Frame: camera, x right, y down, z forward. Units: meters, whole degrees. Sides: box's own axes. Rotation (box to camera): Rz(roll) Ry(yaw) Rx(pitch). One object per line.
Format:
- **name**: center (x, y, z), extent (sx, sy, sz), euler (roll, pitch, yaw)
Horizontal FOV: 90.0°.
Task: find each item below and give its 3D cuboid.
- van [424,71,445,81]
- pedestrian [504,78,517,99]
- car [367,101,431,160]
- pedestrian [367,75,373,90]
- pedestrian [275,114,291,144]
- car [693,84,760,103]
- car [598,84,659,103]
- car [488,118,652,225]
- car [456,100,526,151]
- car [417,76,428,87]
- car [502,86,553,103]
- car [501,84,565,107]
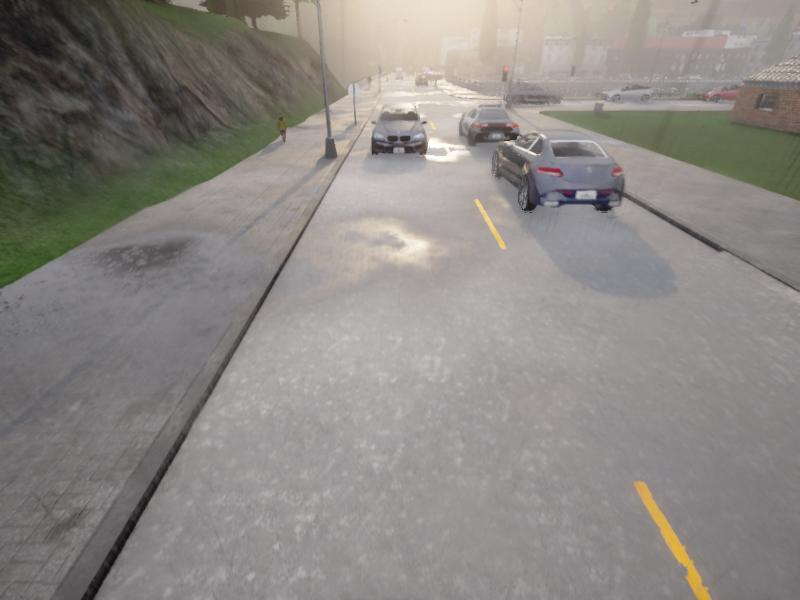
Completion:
- **van**: center (7.918, -51.774, 92.518), extent (4.480, 2.038, 2.069), euler (9, 32, 15)
- **pedestrian**: center (11.247, -21.517, 40.672), extent (0.751, 1.860, 0.751), euler (-18, 35, -27)
- **car**: center (-0.037, -7.145, 16.566), extent (2.242, 1.667, 4.611), euler (0, 30, 0)
- **pedestrian**: center (-4.308, -31.082, 57.051), extent (0.751, 1.860, 0.751), euler (-3, 30, -5)
- **pedestrian**: center (-5.086, -7.417, 17.339), extent (0.500, 1.100, 0.500), euler (-8, 31, -13)
- **car**: center (31.607, -20.067, 38.825), extent (4.514, 1.525, 2.007), euler (0, 30, 0)
- **car**: center (22.079, -20.063, 38.812), extent (4.514, 1.525, 2.007), euler (0, 30, 0)
- **car**: center (3.971, -3.634, 10.614), extent (2.152, 1.651, 5.027), euler (0, 30, 0)
- **car**: center (3.960, -8.144, 18.415), extent (2.038, 1.542, 4.974), euler (0, 30, 0)
- **car**: center (3.888, -38.064, 69.631), extent (1.816, 1.474, 4.193), euler (0, 30, 0)
- **car**: center (12.354, -20.016, 38.882), extent (4.181, 1.385, 1.994), euler (1, 30, 1)
- **car**: center (11.678, -18.130, 35.399), extent (4.856, 1.649, 2.033), euler (2, 31, 4)
